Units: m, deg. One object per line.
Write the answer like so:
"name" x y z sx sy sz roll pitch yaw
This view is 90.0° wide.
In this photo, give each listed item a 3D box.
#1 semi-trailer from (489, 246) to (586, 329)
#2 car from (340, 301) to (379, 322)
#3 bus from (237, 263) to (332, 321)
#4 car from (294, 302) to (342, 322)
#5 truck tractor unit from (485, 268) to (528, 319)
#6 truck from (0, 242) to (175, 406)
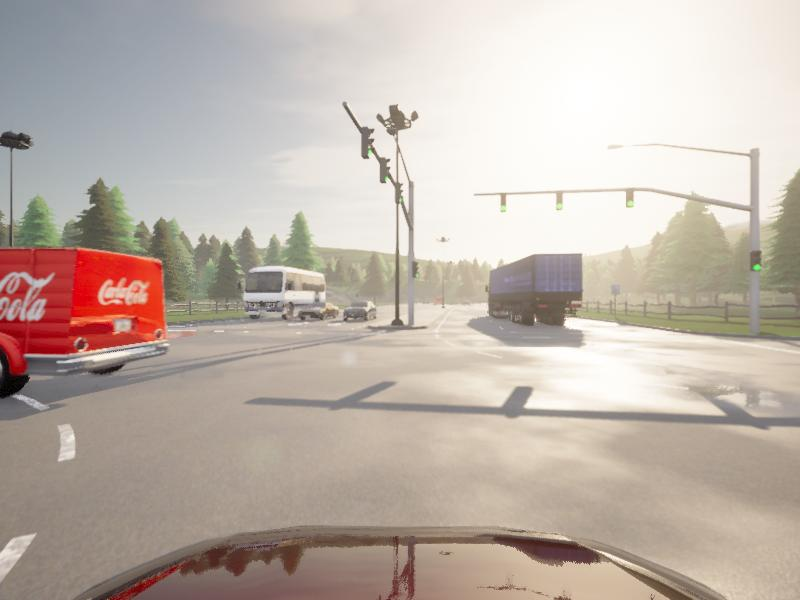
"semi-trailer" 8.936 -0.654 28.586 2.717 4.402 14.254 0 0 3
"car" -2.979 0.809 30.635 1.837 1.490 4.892 0 0 8
"bus" -9.376 -0.573 34.377 3.944 4.253 10.273 0 0 8
"car" -6.341 0.859 31.827 2.033 1.411 5.357 0 0 8
"truck tractor unit" 9.536 -0.564 36.471 3.053 4.208 6.516 0 0 8
"truck" -7.559 0.350 7.531 5.204 2.467 2.627 0 0 5
